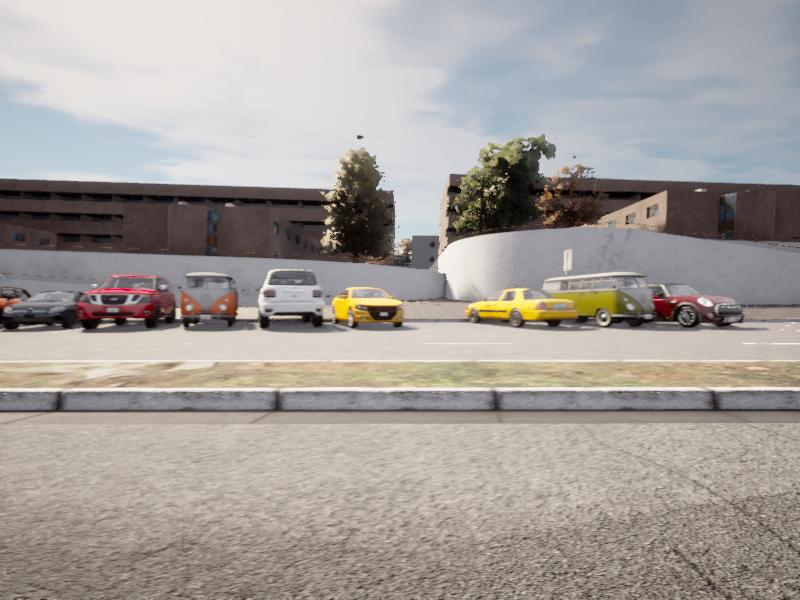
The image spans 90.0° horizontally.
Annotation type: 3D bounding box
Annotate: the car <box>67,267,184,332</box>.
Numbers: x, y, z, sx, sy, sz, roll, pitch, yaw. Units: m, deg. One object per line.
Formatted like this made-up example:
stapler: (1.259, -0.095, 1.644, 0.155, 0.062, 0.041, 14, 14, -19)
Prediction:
car: (-10.302, 0.020, 15.642, 2.435, 2.045, 5.566, 0, -1, -20)

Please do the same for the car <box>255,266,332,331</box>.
car: (-4.377, -0.011, 15.686, 2.435, 2.045, 5.566, 0, -1, -20)

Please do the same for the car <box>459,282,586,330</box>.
car: (4.502, 0.232, 15.824, 1.946, 1.575, 5.366, 0, -1, -20)

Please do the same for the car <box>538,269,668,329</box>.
car: (7.592, 0.007, 15.544, 1.878, 1.987, 4.442, 1, -1, -20)

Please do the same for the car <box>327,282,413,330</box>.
car: (-1.385, 0.234, 15.661, 2.097, 1.535, 5.008, 1, -1, -20)

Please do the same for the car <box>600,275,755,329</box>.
car: (10.518, 0.110, 15.678, 2.185, 1.767, 4.553, 1, -1, -20)

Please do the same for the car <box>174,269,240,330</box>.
car: (-7.300, 0.025, 15.556, 1.878, 1.987, 4.442, 0, -1, -20)

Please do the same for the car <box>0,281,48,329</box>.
car: (-16.279, 0.201, 15.700, 2.185, 1.767, 4.553, 0, -1, -20)

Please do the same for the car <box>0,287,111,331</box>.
car: (-13.293, 0.335, 15.669, 2.002, 1.452, 4.674, 0, -1, -20)
